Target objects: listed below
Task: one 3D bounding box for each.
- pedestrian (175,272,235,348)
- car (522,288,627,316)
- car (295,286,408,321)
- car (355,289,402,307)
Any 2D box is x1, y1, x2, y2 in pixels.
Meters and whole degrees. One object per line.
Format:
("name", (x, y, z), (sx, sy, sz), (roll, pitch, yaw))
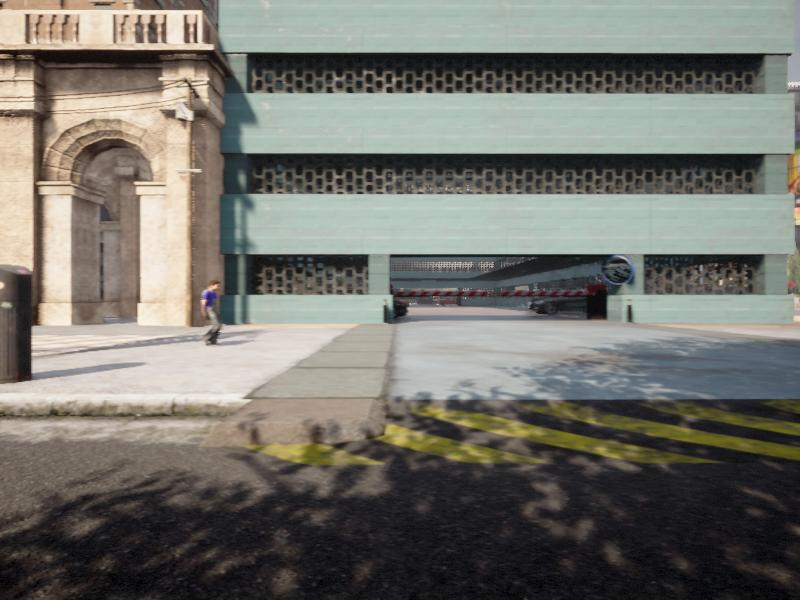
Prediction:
("pedestrian", (-3.504, 0.167, 7.246), (0.751, 1.300, 0.751), (0, 0, -4))
("car", (9.538, 0.113, 22.165), (4.902, 1.511, 2.128), (0, 0, 0))
("car", (-2.044, 0.158, 18.020), (4.786, 1.482, 2.161), (0, 0, 0))
("car", (-2.529, -0.227, 48.118), (5.566, 2.045, 2.435), (0, 0, 0))
